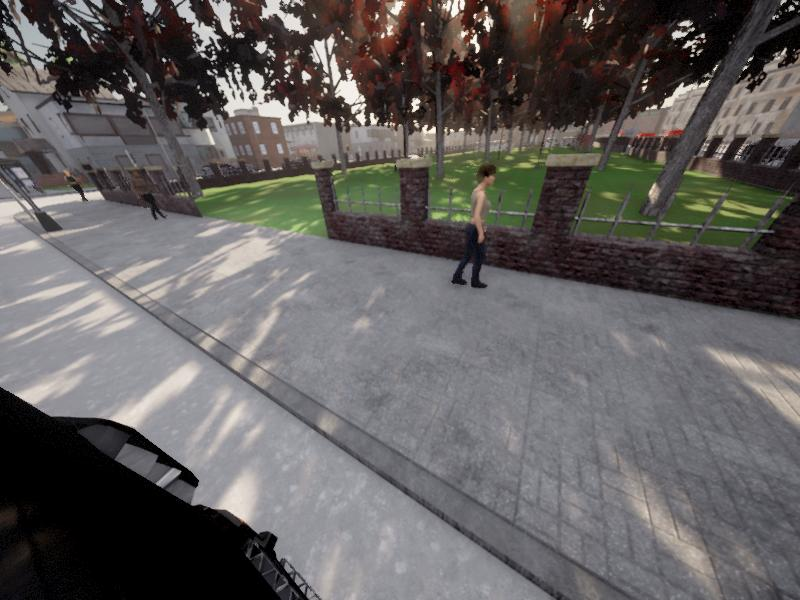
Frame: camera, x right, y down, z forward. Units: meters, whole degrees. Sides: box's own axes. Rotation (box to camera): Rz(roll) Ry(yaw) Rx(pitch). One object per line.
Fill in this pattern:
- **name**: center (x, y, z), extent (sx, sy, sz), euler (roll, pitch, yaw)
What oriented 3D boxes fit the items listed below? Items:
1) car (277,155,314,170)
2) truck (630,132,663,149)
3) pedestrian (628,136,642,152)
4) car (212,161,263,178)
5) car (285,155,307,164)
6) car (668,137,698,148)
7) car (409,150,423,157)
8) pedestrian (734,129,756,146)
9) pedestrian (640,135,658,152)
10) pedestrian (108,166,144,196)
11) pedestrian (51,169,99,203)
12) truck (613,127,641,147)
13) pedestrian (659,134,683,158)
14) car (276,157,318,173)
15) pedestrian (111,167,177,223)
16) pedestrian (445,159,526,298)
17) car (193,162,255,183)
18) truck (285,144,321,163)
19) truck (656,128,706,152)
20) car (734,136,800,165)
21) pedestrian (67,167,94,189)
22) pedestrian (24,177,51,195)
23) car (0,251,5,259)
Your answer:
- **car**: center (-16.237, -21.513, 36.113), extent (1.932, 1.855, 4.605), euler (18, 38, 28)
- **truck**: center (47.117, -30.530, 44.355), extent (2.627, 2.467, 5.204), euler (16, 38, 26)
- **pedestrian**: center (33.830, -22.525, 33.286), extent (0.751, 1.860, 0.751), euler (21, 40, 31)
- **car**: center (-20.979, -17.056, 30.100), extent (2.128, 1.511, 4.902), euler (16, 38, 26)
- **car**: center (-25.215, -34.069, 56.037), extent (4.856, 1.649, 2.033), euler (18, 39, 29)
- **car**: center (48.429, -27.061, 39.678), extent (1.895, 1.301, 4.718), euler (15, 38, 26)
- **car**: center (4.569, -42.169, 66.322), extent (1.837, 1.490, 4.892), euler (16, 38, 26)
- **pedestrian**: center (49.909, -23.509, 33.447), extent (0.751, 1.860, 0.751), euler (12, 36, 21)
- **pedestrian**: center (33.469, -21.048, 31.086), extent (0.751, 1.860, 0.751), euler (4, 34, 10)
- **pedestrian**: center (-19.694, -8.580, 16.645), extent (0.751, 1.860, 0.751), euler (14, 37, 24)
- **pedestrian**: center (-20.731, -7.292, 14.786), extent (0.751, 1.860, 0.751), euler (-14, 35, -16)
- **truck**: center (57.659, -41.619, 58.979), extent (2.891, 3.827, 8.468), euler (16, 38, 26)
- **pedestrian**: center (25.901, -14.711, 22.141), extent (0.751, 1.860, 0.751), euler (19, 40, 30)
- **car**: center (-14.314, -18.989, 32.468), extent (2.128, 1.511, 4.902), euler (14, 37, 24)
- **pedestrian**: center (-9.874, -4.060, 9.009), extent (0.751, 1.860, 0.751), euler (8, 35, 16)
- **pedestrian**: center (1.148, -1.027, 3.519), extent (0.751, 1.860, 0.751), euler (1, 34, 6)
- **car**: center (-19.186, -14.189, 25.510), extent (2.033, 1.649, 4.856), euler (14, 36, 24)
- **truck**: center (-24.860, -37.377, 59.010), extent (8.468, 3.827, 2.891), euler (15, 37, 25)
- **truck**: center (38.710, -22.224, 32.113), extent (2.627, 2.467, 5.204), euler (17, 38, 27)
- **car**: center (27.742, -11.012, 16.928), extent (1.882, 1.535, 5.008), euler (16, 38, 27)
- **pedestrian**: center (-31.888, -12.189, 23.085), extent (0.751, 1.860, 0.751), euler (26, 43, 36)
- **pedestrian**: center (-31.751, -9.989, 20.260), extent (0.751, 1.300, 0.751), euler (21, 40, 32)
- **car**: center (-14.375, -1.933, 6.717), extent (4.902, 1.511, 2.128), euler (15, 38, 25)
